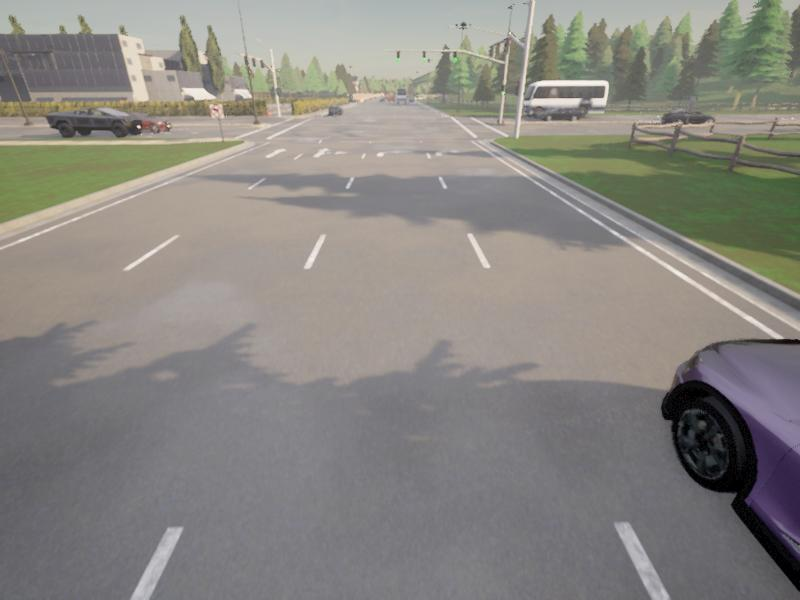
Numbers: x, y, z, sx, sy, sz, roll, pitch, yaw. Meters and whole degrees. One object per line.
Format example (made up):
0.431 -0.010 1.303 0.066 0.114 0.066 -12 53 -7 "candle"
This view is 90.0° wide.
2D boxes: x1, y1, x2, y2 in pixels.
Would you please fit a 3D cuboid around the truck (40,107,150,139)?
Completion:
-23.775 -13.977 31.481 6.274 2.098 2.390 -1 27 -1 "truck"

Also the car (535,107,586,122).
18.265 -21.202 45.679 4.892 1.490 1.837 -1 27 -1 "car"

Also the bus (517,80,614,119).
20.866 -25.628 51.199 10.273 4.253 3.944 -1 27 -1 "bus"

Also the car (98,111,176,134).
-22.663 -15.393 34.720 5.027 1.651 2.152 -1 27 -1 "car"

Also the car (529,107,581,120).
18.871 -22.777 48.822 5.357 1.411 2.033 -1 27 -1 "car"

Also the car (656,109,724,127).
27.984 -17.656 38.742 4.892 1.490 1.837 -1 27 -1 "car"

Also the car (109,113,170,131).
-24.547 -16.864 37.852 4.181 1.385 1.994 -1 27 -1 "car"

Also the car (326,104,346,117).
-9.476 -28.227 59.482 2.128 1.511 4.902 -1 28 -1 "car"

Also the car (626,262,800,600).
3.503 1.512 1.846 2.033 1.649 4.856 0 27 0 "car"
